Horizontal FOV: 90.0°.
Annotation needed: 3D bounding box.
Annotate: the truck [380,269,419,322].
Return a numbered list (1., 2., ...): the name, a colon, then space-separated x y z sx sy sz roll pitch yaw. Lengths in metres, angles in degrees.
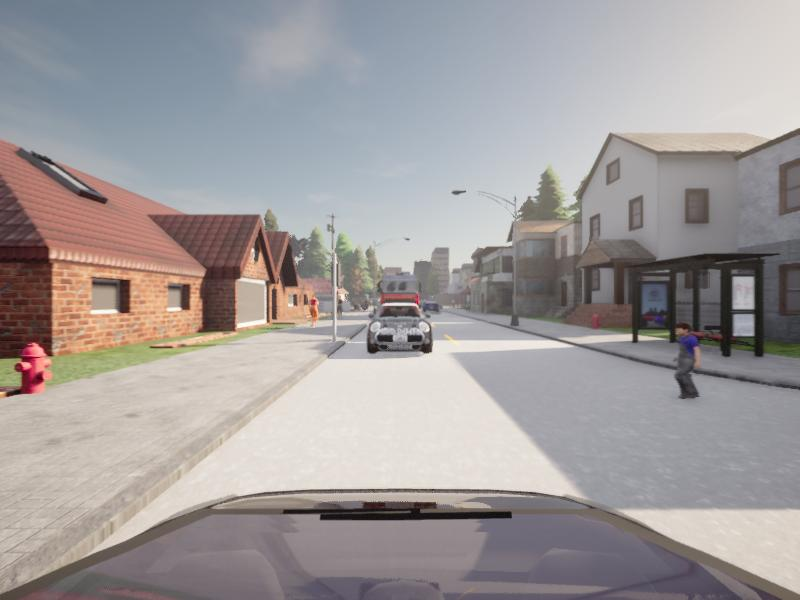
1. truck: -0.015 -0.327 33.634 2.891 3.827 8.468 0 0 0

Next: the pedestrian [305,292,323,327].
1. pedestrian: -4.691 0.528 21.788 0.751 1.860 0.751 0 0 6

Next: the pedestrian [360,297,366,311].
1. pedestrian: -4.803 0.522 51.979 0.751 1.860 0.751 0 0 3

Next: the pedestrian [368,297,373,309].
1. pedestrian: -4.798 0.519 65.363 0.751 1.860 0.751 0 0 5

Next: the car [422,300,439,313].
1. car: 3.981 0.812 52.715 1.882 1.535 5.008 0 0 0

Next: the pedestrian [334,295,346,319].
1. pedestrian: -4.622 0.526 30.578 0.751 1.860 0.751 0 0 -21

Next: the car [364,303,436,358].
1. car: -0.007 0.851 12.850 1.970 1.475 3.806 0 0 0

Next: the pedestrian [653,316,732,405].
1. pedestrian: 4.647 0.916 6.408 0.751 1.300 0.751 0 0 7

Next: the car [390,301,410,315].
1. car: -0.014 0.828 44.283 2.128 1.511 4.902 0 0 0

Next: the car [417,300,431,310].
1. car: 3.979 0.815 67.190 2.007 1.525 4.514 0 0 0
